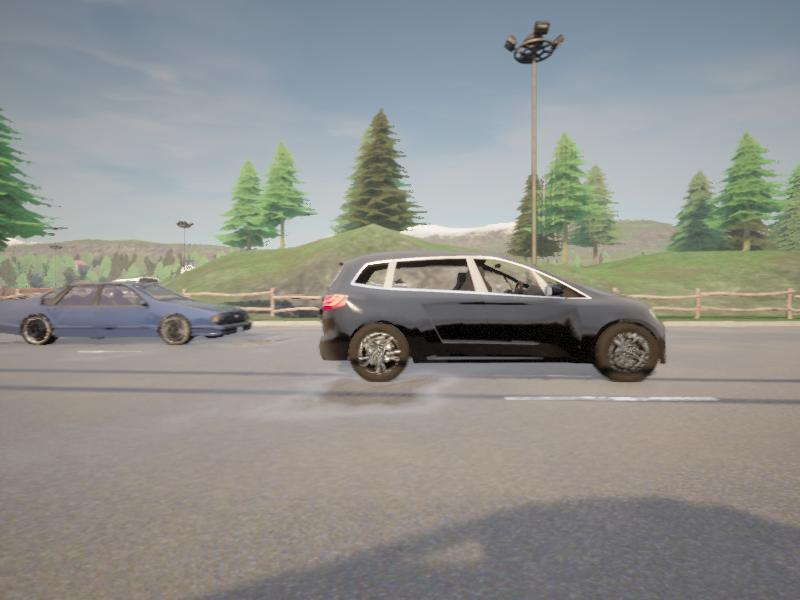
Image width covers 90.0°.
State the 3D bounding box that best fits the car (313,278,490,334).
[{"bbox_3d":[0.058,0.169,12.795,5.238,1.638,1.930,0,0,1],"label":"car"}]

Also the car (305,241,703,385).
[{"bbox_3d":[1.208,0.156,5.775,4.611,1.667,2.242,0,0,1],"label":"car"}]

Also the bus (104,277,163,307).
[{"bbox_3d":[-40.047,-1.126,60.003,10.273,4.253,3.944,0,0,35],"label":"bus"}]

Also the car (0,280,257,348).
[{"bbox_3d":[-6.409,0.297,9.395,5.357,1.411,2.033,0,0,1],"label":"car"}]
